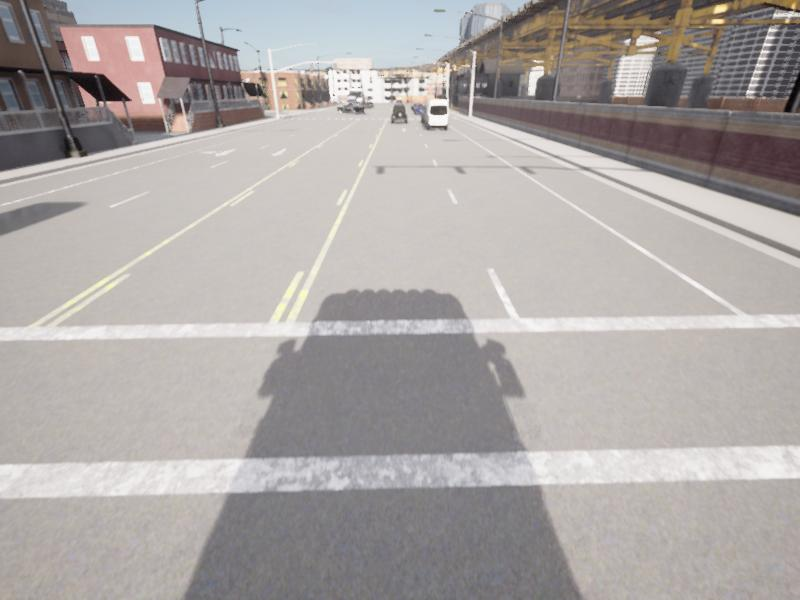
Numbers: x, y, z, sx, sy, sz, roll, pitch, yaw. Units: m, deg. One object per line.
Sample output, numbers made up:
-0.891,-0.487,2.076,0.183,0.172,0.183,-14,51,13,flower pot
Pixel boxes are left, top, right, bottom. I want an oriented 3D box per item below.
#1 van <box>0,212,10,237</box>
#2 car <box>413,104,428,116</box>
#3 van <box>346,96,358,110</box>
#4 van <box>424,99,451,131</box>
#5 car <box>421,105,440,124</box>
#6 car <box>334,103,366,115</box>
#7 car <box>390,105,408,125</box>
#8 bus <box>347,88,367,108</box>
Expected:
-10.531,-1.510,7.450,1.775,1.987,4.442,0,27,0,van
3.389,-31.740,66.672,2.152,1.651,5.027,0,27,0,car
-10.652,-43.996,89.186,1.988,2.561,5.915,0,27,0,van
3.437,-17.744,38.222,1.988,2.561,5.915,0,27,0,van
3.423,-21.123,45.479,1.905,1.878,3.866,0,27,0,car
-8.405,-32.293,67.503,5.238,1.638,1.930,17,32,30,car
-0.076,-21.059,45.381,1.905,1.878,3.866,0,27,0,car
-10.546,-50.185,99.355,3.944,4.253,10.273,0,27,0,bus
